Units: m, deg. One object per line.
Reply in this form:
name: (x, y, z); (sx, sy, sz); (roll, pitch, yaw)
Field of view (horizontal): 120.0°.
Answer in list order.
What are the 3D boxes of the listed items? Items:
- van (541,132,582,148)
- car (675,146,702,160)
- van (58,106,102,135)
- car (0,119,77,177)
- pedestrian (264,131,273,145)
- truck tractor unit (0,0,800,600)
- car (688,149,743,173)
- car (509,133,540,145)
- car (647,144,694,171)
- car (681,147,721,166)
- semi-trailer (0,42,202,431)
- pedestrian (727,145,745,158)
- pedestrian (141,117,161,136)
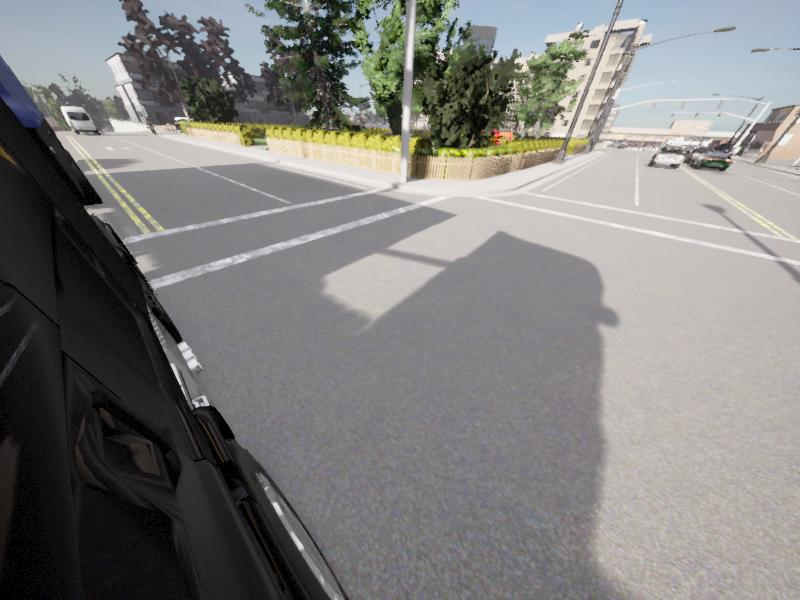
van: (34.239, -33.961, 49.097); (6.366, 2.431, 2.351); (29, 44, 30)
car: (42.559, -21.730, 34.156); (1.812, 1.442, 4.674); (31, 45, 32)
van: (-39.003, -21.807, 28.130); (5.915, 2.561, 1.988); (28, 43, 30)
car: (-16.821, -6.888, 10.253); (4.553, 1.767, 2.097); (28, 44, 30)
pedestrian: (-13.584, -16.752, 23.902); (0.500, 1.100, 0.500); (-8, 38, -14)
truck tractor unit: (-2.645, -0.295, 0.352); (6.516, 4.208, 3.053); (28, 44, 30)
car: (30.208, -13.511, 22.328); (2.038, 1.542, 4.974); (28, 44, 30)
car: (28.541, -36.959, 53.045); (5.566, 2.045, 2.150); (29, 44, 31)
car: (25.176, -13.484, 21.682); (1.932, 1.855, 4.605); (28, 43, 30)
car: (35.234, -16.947, 27.168); (1.851, 1.617, 3.988); (28, 44, 30)
semi-trailer: (-8.701, -3.609, 4.216); (14.254, 4.402, 2.717); (28, 44, 30)
pedestrian: (59.144, -26.164, 40.644); (0.751, 1.860, 0.751); (17, 39, 18)
pedestrian: (-31.979, -22.260, 29.696); (0.751, 1.860, 0.751); (17, 39, 18)
